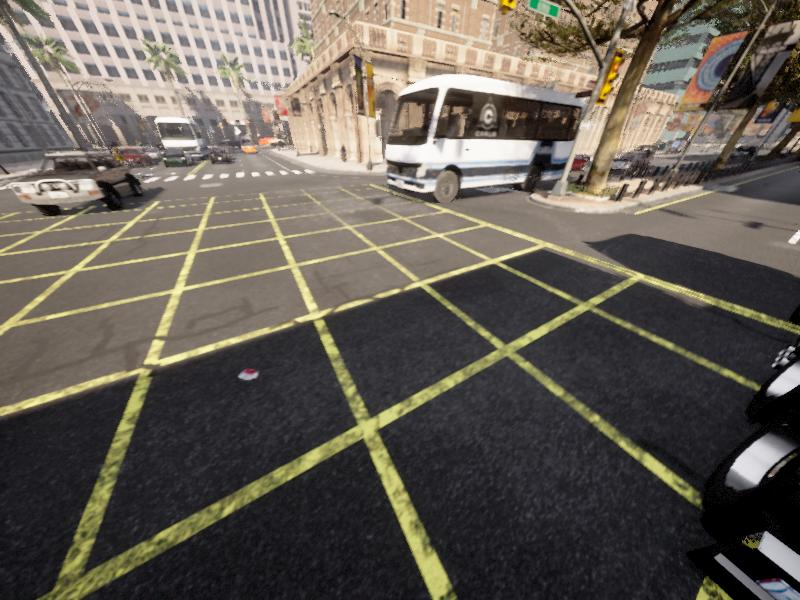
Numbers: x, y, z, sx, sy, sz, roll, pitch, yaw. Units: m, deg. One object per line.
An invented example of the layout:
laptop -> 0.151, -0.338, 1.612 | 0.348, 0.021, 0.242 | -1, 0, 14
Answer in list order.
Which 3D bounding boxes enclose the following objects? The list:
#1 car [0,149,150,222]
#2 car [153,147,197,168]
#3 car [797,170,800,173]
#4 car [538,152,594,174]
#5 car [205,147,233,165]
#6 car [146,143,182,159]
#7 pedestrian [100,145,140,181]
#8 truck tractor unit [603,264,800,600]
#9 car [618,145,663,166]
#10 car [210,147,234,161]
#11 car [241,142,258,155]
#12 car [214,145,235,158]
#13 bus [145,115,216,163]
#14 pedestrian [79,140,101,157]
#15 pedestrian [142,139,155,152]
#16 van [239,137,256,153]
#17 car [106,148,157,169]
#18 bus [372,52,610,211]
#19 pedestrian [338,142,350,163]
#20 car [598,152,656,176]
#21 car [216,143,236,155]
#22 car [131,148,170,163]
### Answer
car -> -12.190, -4.690, 9.003 | 1.932, 1.855, 4.605 | -18, 38, -25
car -> -22.036, -14.195, 22.884 | 2.038, 1.542, 4.974 | -18, 39, -25
car -> 38.317, -12.330, 20.641 | 5.238, 1.638, 1.930 | -18, 39, -25
car -> 14.604, -12.112, 20.356 | 4.181, 1.385, 1.994 | -18, 39, -24
car -> -19.717, -15.845, 25.326 | 1.816, 1.474, 4.193 | -18, 39, -25
car -> -32.540, -20.679, 31.992 | 2.242, 1.667, 4.611 | -18, 39, -24
pedestrian -> -17.746, -8.720, 14.718 | 0.751, 1.860, 0.751 | -18, 39, -25
truck tractor unit -> 5.108, -0.304, 0.788 | 6.516, 4.208, 3.053 | -18, 39, -24
car -> 27.340, -16.473, 26.286 | 3.866, 1.878, 1.905 | -18, 39, -25
car -> -22.976, -18.998, 29.988 | 1.895, 1.301, 4.718 | -18, 39, -24
car -> -26.970, -27.224, 41.344 | 2.097, 1.767, 4.553 | -18, 39, -24
car -> -26.525, -22.590, 35.035 | 2.033, 1.411, 5.357 | -18, 39, -24
bus -> -27.061, -20.404, 29.385 | 3.944, 4.253, 10.273 | -18, 39, -24
pedestrian -> -41.253, -20.207, 30.759 | 0.751, 1.860, 0.751 | -7, 36, -11
pedestrian -> -47.197, -28.971, 43.309 | 0.751, 1.860, 0.751 | -8, 36, -12
van -> -30.559, -31.095, 46.227 | 1.988, 2.561, 5.915 | -18, 39, -24
car -> -25.595, -13.697, 22.212 | 1.812, 1.442, 4.674 | -18, 39, -25
bus -> 4.297, -7.545, 11.181 | 10.273, 4.253, 3.944 | -18, 39, -25
pedestrian -> -5.951, -15.735, 24.644 | 0.751, 1.860, 0.751 | -18, 39, -25
car -> 18.520, -11.161, 18.884 | 3.633, 1.501, 1.845 | -18, 39, -25
car -> -30.138, -26.261, 40.081 | 2.152, 1.651, 5.027 | -18, 39, -24
car -> -29.049, -17.026, 27.097 | 1.895, 1.301, 4.718 | -18, 39, -24
